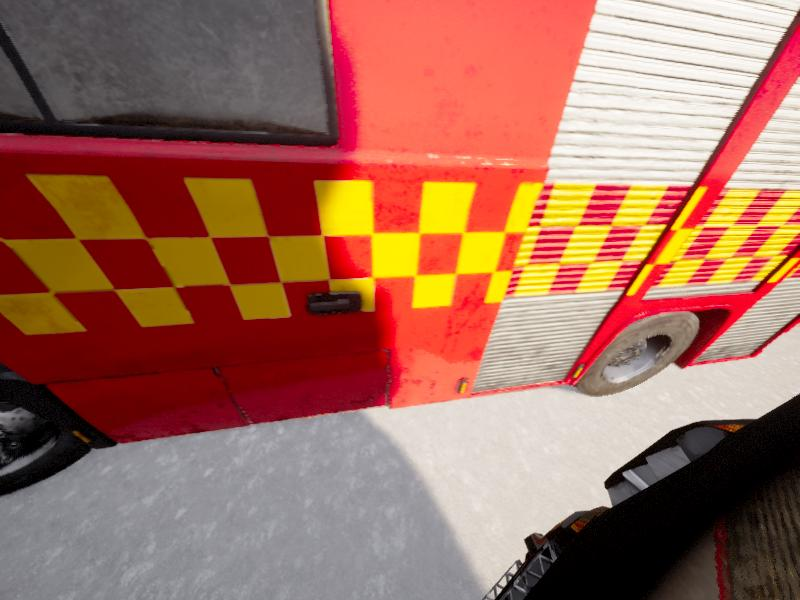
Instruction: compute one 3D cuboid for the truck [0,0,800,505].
[{"bbox_3d":[-0.340,-1.145,2.146,8.468,3.827,2.891,-4,34,-9],"label":"truck"}]
